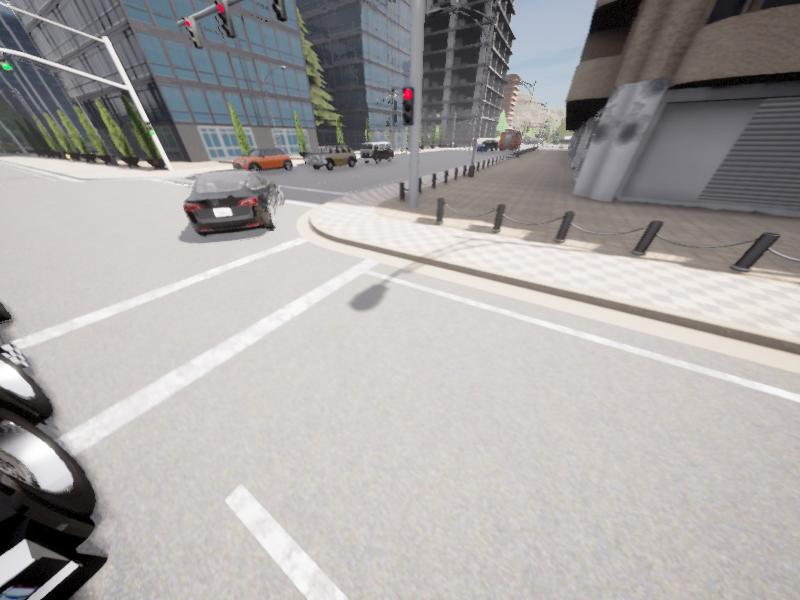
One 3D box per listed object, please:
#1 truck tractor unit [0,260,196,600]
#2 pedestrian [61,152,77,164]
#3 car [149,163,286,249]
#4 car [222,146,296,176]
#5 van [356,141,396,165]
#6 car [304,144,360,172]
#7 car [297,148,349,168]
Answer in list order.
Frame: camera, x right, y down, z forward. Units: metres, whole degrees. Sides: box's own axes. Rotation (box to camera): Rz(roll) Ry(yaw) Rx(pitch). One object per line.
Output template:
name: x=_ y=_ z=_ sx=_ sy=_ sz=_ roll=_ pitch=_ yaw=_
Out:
truck tractor unit: x=-5.103 y=-0.311 z=0.781 sx=6.516 sy=4.208 sz=3.053 roll=19 pitch=39 yaw=24
pedestrian: x=-38.046 y=-16.356 z=26.555 sx=0.500 sy=1.100 sz=0.500 roll=18 pitch=39 yaw=24
car: x=-5.179 y=-3.389 z=7.531 sx=2.163 sy=1.488 sz=4.792 roll=-12 pitch=37 yaw=-16
car: x=-11.392 y=-11.593 z=19.091 sx=2.097 sy=1.767 sz=4.553 roll=19 pitch=39 yaw=25
van: x=-2.491 y=-16.345 z=25.630 sx=2.069 sy=2.038 sz=4.480 roll=19 pitch=39 yaw=25
car: x=-5.963 y=-12.933 z=20.897 sx=1.932 sy=1.855 sz=4.605 roll=19 pitch=39 yaw=25
car: x=-7.822 y=-14.898 z=24.058 sx=2.128 sy=1.511 sz=4.902 roll=19 pitch=39 yaw=25
